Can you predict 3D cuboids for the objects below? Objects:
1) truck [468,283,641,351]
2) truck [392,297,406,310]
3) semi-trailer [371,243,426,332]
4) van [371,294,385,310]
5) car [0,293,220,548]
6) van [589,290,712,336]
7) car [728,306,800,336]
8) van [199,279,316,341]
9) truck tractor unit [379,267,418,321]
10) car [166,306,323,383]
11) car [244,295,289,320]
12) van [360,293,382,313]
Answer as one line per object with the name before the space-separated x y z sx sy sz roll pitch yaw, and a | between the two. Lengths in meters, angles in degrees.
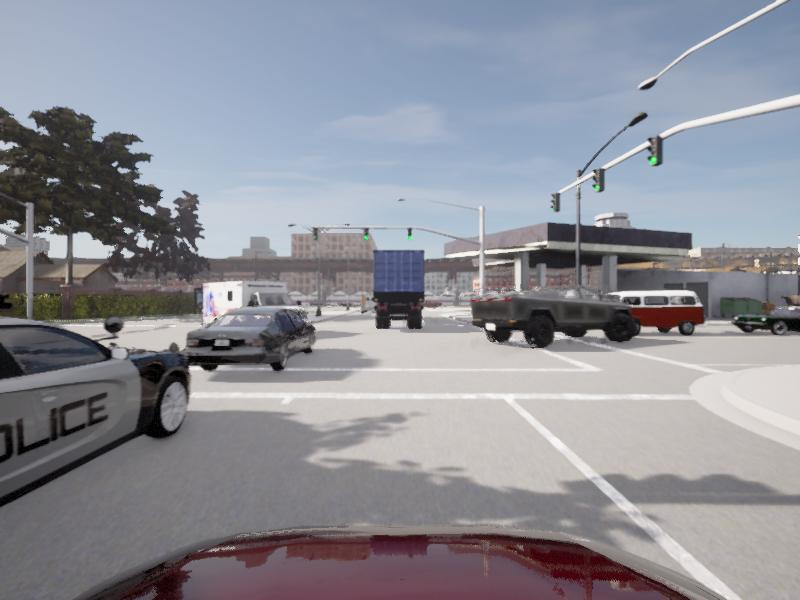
truck | 5.794 0.552 14.830 6.274 2.098 2.390 0 -1 -27
truck | -0.152 0.589 69.293 2.390 2.098 6.274 0 0 0
semi-trailer | -0.076 -0.600 26.770 2.717 4.402 14.254 0 0 0
van | -3.684 0.365 67.532 1.988 2.561 5.915 0 0 0
car | -3.544 0.773 3.178 1.930 1.638 5.238 0 0 -1
van | 11.561 0.584 18.678 4.480 2.038 2.069 0 0 -2
car | 18.486 0.957 18.765 4.718 1.301 1.895 0 0 -1
van | -6.813 0.390 18.666 6.366 2.431 2.351 0 0 41
truck tractor unit | -0.096 -0.500 34.686 3.053 4.208 6.516 0 0 0
car | -3.529 0.902 10.442 2.033 1.411 5.357 0 0 0
car | -11.602 0.592 35.249 2.150 2.045 5.566 0 0 0
van | -3.643 0.412 51.675 2.351 2.431 6.366 0 0 0
